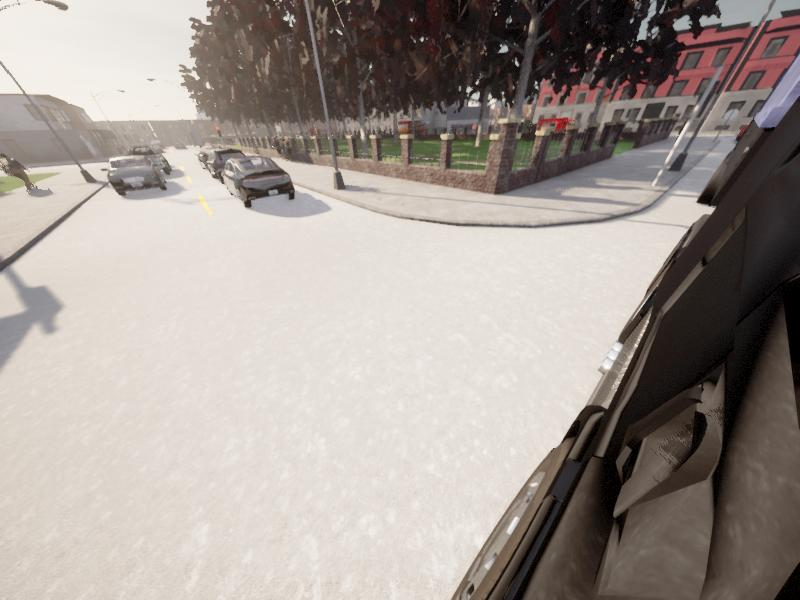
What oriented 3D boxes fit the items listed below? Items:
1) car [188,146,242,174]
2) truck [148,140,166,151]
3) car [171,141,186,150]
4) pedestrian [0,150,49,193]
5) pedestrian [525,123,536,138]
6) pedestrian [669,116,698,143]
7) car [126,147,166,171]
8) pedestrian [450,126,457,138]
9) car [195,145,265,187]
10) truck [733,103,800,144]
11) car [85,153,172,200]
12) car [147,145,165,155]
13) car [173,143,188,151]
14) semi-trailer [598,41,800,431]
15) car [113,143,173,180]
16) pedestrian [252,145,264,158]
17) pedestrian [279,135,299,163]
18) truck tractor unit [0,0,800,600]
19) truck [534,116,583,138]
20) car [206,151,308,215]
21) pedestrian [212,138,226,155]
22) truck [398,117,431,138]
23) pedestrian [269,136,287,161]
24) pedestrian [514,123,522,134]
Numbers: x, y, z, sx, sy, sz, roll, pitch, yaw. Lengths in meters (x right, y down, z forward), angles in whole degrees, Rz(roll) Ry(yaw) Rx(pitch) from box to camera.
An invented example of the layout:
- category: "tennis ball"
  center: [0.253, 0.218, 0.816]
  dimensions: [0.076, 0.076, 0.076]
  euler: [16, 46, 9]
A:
- category: "car"
  center: [-14.478, -11.031, 18.027]
  dimensions: [2.128, 1.511, 4.902]
  euler: [-30, 45, -32]
- category: "truck"
  center: [-59.633, -37.997, 56.762]
  dimensions: [2.390, 2.098, 6.274]
  euler: [-28, 44, -30]
- category: "car"
  center: [-54.610, -38.172, 56.944]
  dimensions: [2.097, 1.767, 4.553]
  euler: [-28, 44, -30]
- category: "pedestrian"
  center: [-20.034, -6.732, 12.119]
  dimensions: [0.751, 1.860, 0.751]
  euler: [-23, 41, -25]
- category: "pedestrian"
  center: [19.559, -25.496, 34.744]
  dimensions: [0.751, 1.860, 0.751]
  euler: [-27, 43, -29]
- category: "pedestrian"
  center: [25.059, -15.075, 20.471]
  dimensions: [0.751, 1.860, 0.751]
  euler: [21, 43, 29]
- category: "car"
  center: [-23.210, -13.055, 21.291]
  dimensions: [1.837, 1.490, 4.892]
  euler: [-28, 44, -30]
- category: "pedestrian"
  center: [10.203, -31.889, 43.875]
  dimensions: [0.751, 1.860, 0.751]
  euler: [-28, 44, -30]
- category: "car"
  center: [-10.118, -8.040, 13.659]
  dimensions: [2.033, 1.649, 4.856]
  euler: [-29, 44, -31]
- category: "truck"
  center: [30.527, -14.451, 19.027]
  dimensions: [5.204, 2.467, 2.627]
  euler: [-28, 44, -32]
- category: "car"
  center: [-13.874, -6.666, 12.153]
  dimensions: [2.128, 1.511, 4.902]
  euler: [-28, 44, -30]
- category: "car"
  center: [-45.504, -28.092, 43.190]
  dimensions: [1.812, 1.442, 4.674]
  euler: [-28, 44, -30]
- category: "car"
  center: [-49.740, -34.687, 52.317]
  dimensions: [1.970, 1.475, 3.806]
  euler: [-28, 44, -30]
- category: "semi-trailer"
  center: [8.688, -3.612, 4.238]
  dimensions: [14.254, 4.402, 2.717]
  euler: [-28, 44, -30]
- category: "car"
  center: [-18.443, -10.215, 16.876]
  dimensions: [1.932, 1.855, 4.605]
  euler: [-26, 43, -28]
- category: "pedestrian"
  center: [-14.783, -15.438, 24.067]
  dimensions: [0.500, 1.100, 0.500]
  euler: [24, 44, 31]
- category: "pedestrian"
  center: [-9.125, -12.378, 18.989]
  dimensions: [0.751, 1.860, 0.751]
  euler: [-27, 43, -29]
- category: "truck tractor unit"
  center: [2.645, -0.295, 0.351]
  dimensions: [6.516, 4.208, 3.053]
  euler: [-28, 44, -30]
- category: "truck"
  center: [24.438, -26.755, 35.846]
  dimensions: [2.627, 2.467, 5.204]
  euler: [-29, 43, -30]
- category: "car"
  center: [-5.939, -4.957, 9.375]
  dimensions: [2.128, 1.511, 4.902]
  euler: [-28, 44, -30]
- category: "pedestrian"
  center: [-23.658, -20.104, 30.223]
  dimensions: [0.751, 1.860, 0.751]
  euler: [-17, 39, -19]
- category: "truck"
  center: [3.395, -41.654, 55.938]
  dimensions: [2.891, 3.827, 8.468]
  euler: [-28, 44, -30]
- category: "pedestrian"
  center: [-10.928, -13.612, 20.751]
  dimensions: [0.751, 1.860, 0.751]
  euler: [-28, 44, -30]
- category: "pedestrian"
  center: [25.048, -36.425, 49.098]
  dimensions: [0.751, 1.860, 0.751]
  euler: [-17, 39, -19]
